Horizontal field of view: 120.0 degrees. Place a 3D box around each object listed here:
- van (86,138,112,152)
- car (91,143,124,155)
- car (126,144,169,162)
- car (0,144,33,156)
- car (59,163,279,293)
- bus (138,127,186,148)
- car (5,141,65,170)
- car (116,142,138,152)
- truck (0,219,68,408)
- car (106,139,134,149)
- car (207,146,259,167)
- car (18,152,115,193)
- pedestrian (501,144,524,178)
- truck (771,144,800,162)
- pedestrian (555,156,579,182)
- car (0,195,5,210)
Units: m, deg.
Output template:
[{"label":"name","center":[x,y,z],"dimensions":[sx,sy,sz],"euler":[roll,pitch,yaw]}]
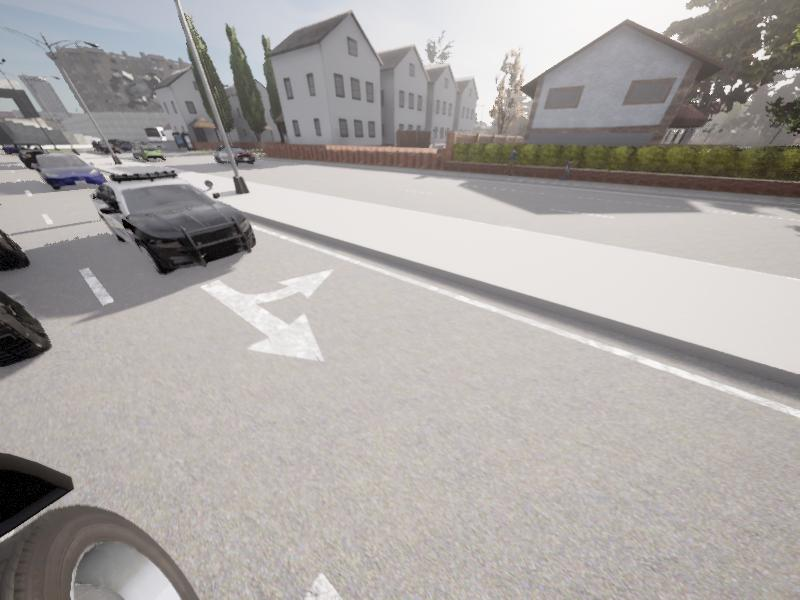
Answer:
[{"label":"van","center":[-56.118,-28.988,43.108],"dimensions":[2.069,2.038,4.480],"euler":[-29,45,-35]},{"label":"car","center":[-45.625,-23.529,35.968],"dimensions":[5.357,1.411,2.033],"euler":[22,40,28]},{"label":"car","center":[-29.202,-17.024,26.715],"dimensions":[4.514,1.525,2.007],"euler":[22,40,27]},{"label":"car","center":[-55.027,-21.548,33.096],"dimensions":[4.718,1.301,1.895],"euler":[20,39,26]},{"label":"car","center":[-5.546,-2.116,5.508],"dimensions":[5.238,1.638,1.930],"euler":[22,40,27]},{"label":"bus","center":[-62.021,-42.690,60.756],"dimensions":[3.944,4.253,10.273],"euler":[-10,36,-14]},{"label":"car","center":[-31.131,-12.396,19.732],"dimensions":[3.866,1.878,1.905],"euler":[22,40,27]},{"label":"car","center":[-49.882,-27.998,42.209],"dimensions":[3.633,1.501,1.845],"euler":[26,42,32]},{"label":"truck","center":[-7.045,-0.436,2.718],"dimensions":[6.274,2.098,2.390],"euler":[22,40,28]},{"label":"car","center":[-63.304,-35.333,52.267],"dimensions":[1.905,1.878,3.866],"euler":[-9,36,-13]},{"label":"car","center":[-16.881,-14.554,23.311],"dimensions":[4.974,1.542,2.038],"euler":[21,40,28]},{"label":"car","center":[-18.213,-7.088,12.629],"dimensions":[4.792,1.488,2.163],"euler":[22,40,27]},{"label":"pedestrian","center":[7.540,-9.324,15.509],"dimensions":[0.751,1.860,0.751],"euler":[23,41,29]},{"label":"truck","center":[59.947,-22.030,34.470],"dimensions":[2.390,2.098,6.274],"euler":[21,40,27]},{"label":"pedestrian","center":[10.264,-8.043,14.193],"dimensions":[0.751,1.300,0.751],"euler":[22,40,28]},{"label":"car","center":[-17.167,-4.198,8.593],"dimensions":[4.181,1.385,1.994],"euler":[22,40,27]}]
